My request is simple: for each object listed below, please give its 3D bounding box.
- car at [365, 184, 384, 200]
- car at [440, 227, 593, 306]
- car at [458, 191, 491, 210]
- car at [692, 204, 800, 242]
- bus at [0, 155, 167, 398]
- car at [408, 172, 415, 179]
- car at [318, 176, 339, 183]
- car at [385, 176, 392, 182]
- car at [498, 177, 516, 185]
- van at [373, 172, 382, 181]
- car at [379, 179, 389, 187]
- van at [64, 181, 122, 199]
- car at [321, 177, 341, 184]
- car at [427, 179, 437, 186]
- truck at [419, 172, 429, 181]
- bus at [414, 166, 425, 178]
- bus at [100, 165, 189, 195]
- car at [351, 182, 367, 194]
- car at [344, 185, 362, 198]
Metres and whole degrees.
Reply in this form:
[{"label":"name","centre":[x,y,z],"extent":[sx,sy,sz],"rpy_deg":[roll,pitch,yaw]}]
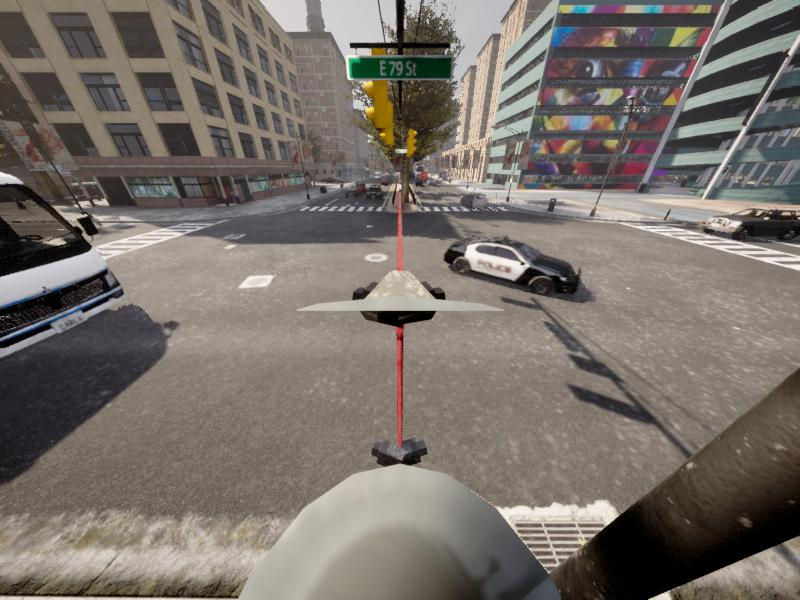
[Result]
[{"label":"car","centre":[-3.698,-15.908,33.887],"extent":[2.242,1.667,4.611],"rpy_deg":[0,30,0]},{"label":"car","centre":[4.364,-1.649,9.329],"extent":[4.974,1.542,2.038],"rpy_deg":[22,36,32]},{"label":"car","centre":[8.118,-11.037,25.590],"extent":[1.845,1.501,3.633],"rpy_deg":[-6,30,-9]},{"label":"car","centre":[22.402,-4.882,14.592],"extent":[4.605,1.855,1.932],"rpy_deg":[1,30,0]},{"label":"bus","centre":[-13.196,-0.849,5.215],"extent":[10.273,4.253,3.944],"rpy_deg":[1,30,0]},{"label":"car","centre":[4.483,-48.437,89.853],"extent":[2.150,2.045,5.566],"rpy_deg":[0,30,0]},{"label":"car","centre":[-20.365,-34.277,65.795],"extent":[5.366,1.575,1.801],"rpy_deg":[-2,30,-3]},{"label":"car","centre":[-3.580,-38.260,72.760],"extent":[2.128,1.511,4.902],"rpy_deg":[0,30,0]},{"label":"car","centre":[27.196,-30.383,58.961],"extent":[2.161,1.482,4.786],"rpy_deg":[0,30,0]},{"label":"van","centre":[-7.219,-40.473,75.568],"extent":[1.988,2.561,5.915],"rpy_deg":[3,30,3]},{"label":"car","centre":[-3.639,-27.263,53.859],"extent":[1.994,1.385,4.181],"rpy_deg":[0,30,0]},{"label":"van","centre":[-45.151,-16.287,34.176],"extent":[2.069,2.038,4.480],"rpy_deg":[0,30,0]},{"label":"car","centre":[-18.657,-32.429,62.679],"extent":[4.892,1.490,1.837],"rpy_deg":[1,30,1]},{"label":"car","centre":[7.874,-29.528,57.853],"extent":[1.895,1.301,4.718],"rpy_deg":[0,30,0]},{"label":"truck","centre":[7.925,-41.080,76.690],"extent":[2.627,2.467,5.204],"rpy_deg":[0,30,0]},{"label":"bus","centre":[7.873,-52.560,94.789],"extent":[3.944,4.253,10.273],"rpy_deg":[0,30,0]},{"label":"bus","centre":[-45.266,-21.991,41.852],"extent":[3.944,4.253,10.273],"rpy_deg":[0,31,0]},{"label":"car","centre":[-7.178,-20.111,41.312],"extent":[2.007,1.525,4.514],"rpy_deg":[0,30,0]},{"label":"car","centre":[-7.151,-16.750,35.573],"extent":[1.812,1.442,4.674],"rpy_deg":[0,30,0]}]
